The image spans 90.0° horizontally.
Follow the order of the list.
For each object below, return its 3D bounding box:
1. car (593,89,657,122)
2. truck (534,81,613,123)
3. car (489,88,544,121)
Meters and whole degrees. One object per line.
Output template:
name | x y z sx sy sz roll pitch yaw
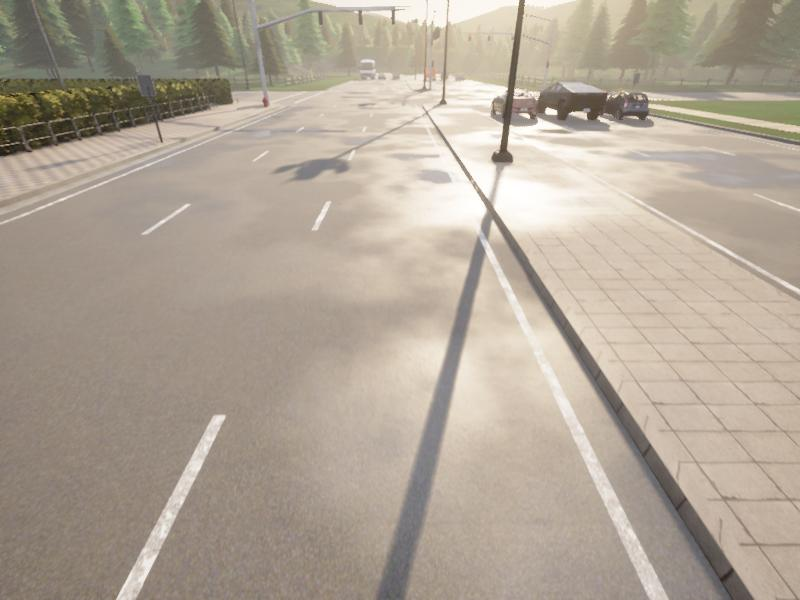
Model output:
car | 14.733 -12.932 26.483 1.851 1.617 3.988 0 30 -1
truck | 11.229 -13.296 26.619 2.390 2.098 6.274 0 30 0
car | 7.724 -13.278 27.053 2.152 1.651 5.027 0 30 0
